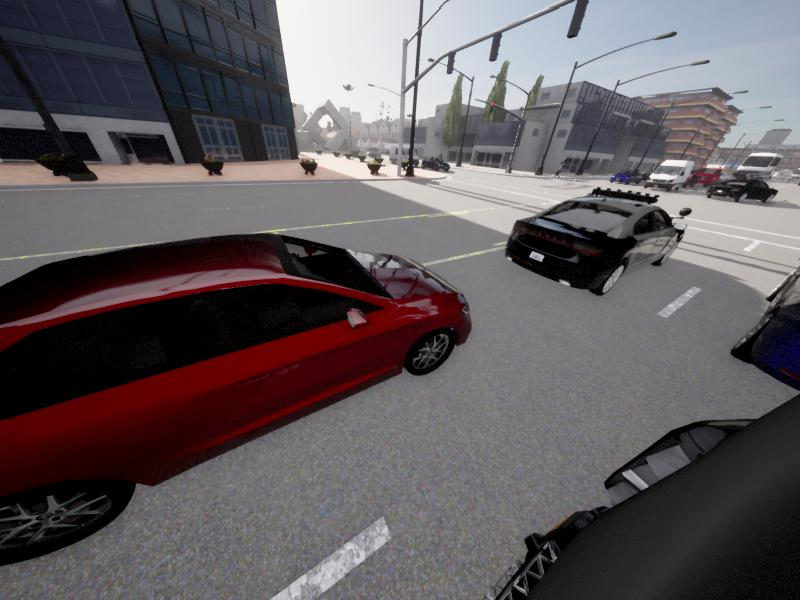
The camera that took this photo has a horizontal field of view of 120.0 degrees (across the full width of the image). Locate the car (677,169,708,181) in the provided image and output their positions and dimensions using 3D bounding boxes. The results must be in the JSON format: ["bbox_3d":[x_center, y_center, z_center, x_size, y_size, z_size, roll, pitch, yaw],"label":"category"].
[{"bbox_3d":[47.836,-20.425,37.760,4.892,1.490,1.837,-16,38,-26],"label":"car"}]

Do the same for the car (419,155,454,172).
[{"bbox_3d":[4.324,-16.609,28.134,1.816,1.474,4.193,-15,38,-26],"label":"car"}]

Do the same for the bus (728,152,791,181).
[{"bbox_3d":[67.748,-25.144,43.560,10.273,4.253,3.944,-16,38,-26],"label":"bus"}]

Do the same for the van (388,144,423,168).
[{"bbox_3d":[0.626,-20.772,33.157,1.988,2.561,5.915,-15,38,-26],"label":"van"}]

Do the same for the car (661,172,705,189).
[{"bbox_3d":[32.387,-13.703,26.450,4.674,1.442,1.812,-16,38,-26],"label":"car"}]

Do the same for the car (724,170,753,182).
[{"bbox_3d":[57.834,-21.167,39.431,4.193,1.474,1.816,-17,38,-26],"label":"car"}]

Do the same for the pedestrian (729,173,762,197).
[{"bbox_3d":[31.499,-10.513,21.109,0.751,1.860,0.751,30,41,34],"label":"pedestrian"}]

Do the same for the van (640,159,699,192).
[{"bbox_3d":[26.570,-12.293,22.776,5.915,2.561,1.988,-19,39,-30],"label":"van"}]

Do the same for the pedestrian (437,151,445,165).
[{"bbox_3d":[6.801,-23.520,38.285,0.751,1.860,0.751,-12,36,-22],"label":"pedestrian"}]

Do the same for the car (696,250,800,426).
[{"bbox_3d":[6.341,0.235,2.775,4.792,1.488,2.163,-16,38,-26],"label":"car"}]

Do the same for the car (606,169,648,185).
[{"bbox_3d":[26.238,-14.237,26.674,4.193,1.474,1.816,-16,38,-26],"label":"car"}]

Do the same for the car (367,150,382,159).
[{"bbox_3d":[-5.577,-31.657,50.230,2.033,1.411,5.357,-8,35,-17],"label":"car"}]

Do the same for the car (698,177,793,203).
[{"bbox_3d":[27.079,-8.666,18.203,5.008,1.535,1.882,-4,34,-11],"label":"car"}]

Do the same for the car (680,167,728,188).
[{"bbox_3d":[39.271,-15.897,29.856,5.566,2.045,2.150,-16,38,-26],"label":"car"}]

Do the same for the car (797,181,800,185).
[{"bbox_3d":[65.470,-18.886,36.585,4.181,1.385,1.994,-16,38,-26],"label":"car"}]

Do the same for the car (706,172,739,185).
[{"bbox_3d":[48.454,-18.327,34.716,4.674,1.442,1.812,-17,38,-26],"label":"car"}]

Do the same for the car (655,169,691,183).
[{"bbox_3d":[39.728,-18.060,33.623,5.008,1.535,1.882,-17,38,-26],"label":"car"}]

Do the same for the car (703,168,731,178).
[{"bbox_3d":[60.792,-24.340,44.274,5.008,1.535,1.882,-16,38,-26],"label":"car"}]

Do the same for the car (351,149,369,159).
[{"bbox_3d":[-7.811,-28.326,44.786,1.845,1.501,3.633,-21,41,-34],"label":"car"}]

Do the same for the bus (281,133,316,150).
[{"bbox_3d":[-36.503,-57.240,83.632,3.944,4.253,10.273,30,42,34],"label":"bus"}]

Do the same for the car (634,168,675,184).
[{"bbox_3d":[33.481,-16.330,30.372,5.238,1.638,1.930,-15,37,-27],"label":"car"}]

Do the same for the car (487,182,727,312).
[{"bbox_3d":[4.753,-1.607,5.288,5.238,1.638,1.930,-16,38,-26],"label":"car"}]

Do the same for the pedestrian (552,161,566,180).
[{"bbox_3d":[17.936,-14.633,26.079,0.751,1.860,0.751,21,37,24],"label":"pedestrian"}]

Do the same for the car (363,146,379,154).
[{"bbox_3d":[-11.226,-58.413,89.990,5.566,2.045,2.150,10,34,9],"label":"car"}]

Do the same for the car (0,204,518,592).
[{"bbox_3d":[-1.188,0.153,2.295,4.193,1.474,1.816,-16,38,-26],"label":"car"}]
